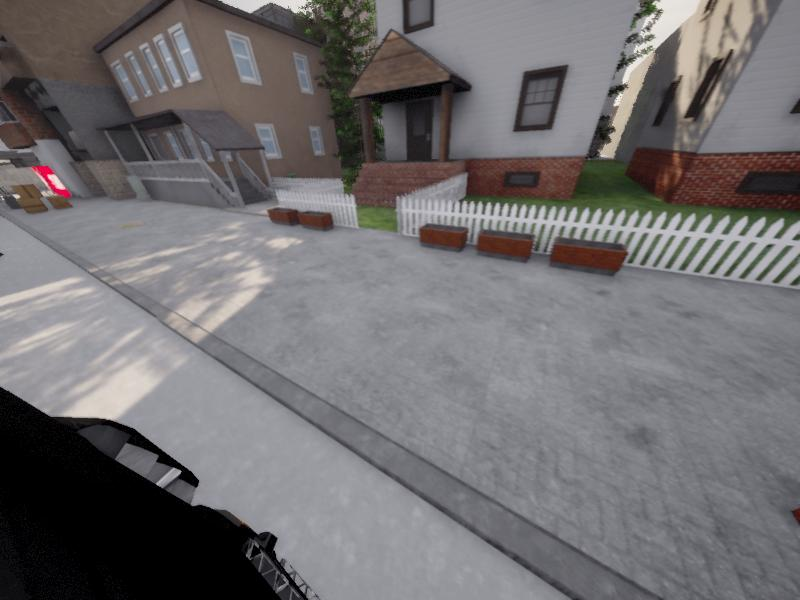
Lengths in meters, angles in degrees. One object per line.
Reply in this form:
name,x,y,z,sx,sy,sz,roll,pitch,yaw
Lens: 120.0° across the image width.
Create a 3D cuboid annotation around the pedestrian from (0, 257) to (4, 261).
pedestrian,-11.548,-1.755,5.768,0.751,1.860,0.751,13,37,23
